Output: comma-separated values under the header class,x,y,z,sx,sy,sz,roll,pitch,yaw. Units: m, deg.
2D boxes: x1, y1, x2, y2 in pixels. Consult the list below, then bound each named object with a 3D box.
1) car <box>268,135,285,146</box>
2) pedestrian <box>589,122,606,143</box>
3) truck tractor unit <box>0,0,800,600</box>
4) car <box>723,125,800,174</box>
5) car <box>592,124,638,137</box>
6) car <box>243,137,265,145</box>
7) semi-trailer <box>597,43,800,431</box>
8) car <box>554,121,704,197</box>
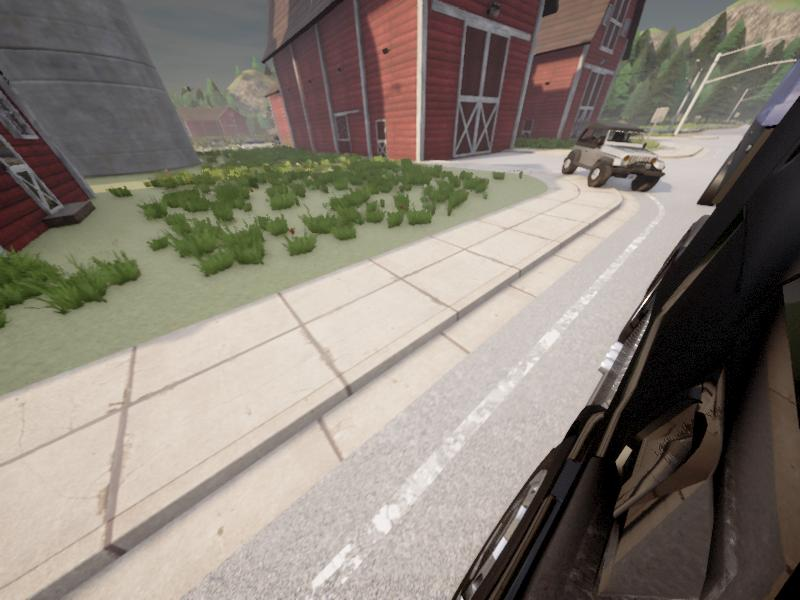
class,x,y,z,sx,sy,sz,roll,pitch,yaw
car,-27.487,-35.538,51.535,1.905,1.878,3.866,-27,43,-30
pedestrian,22.706,-19.212,26.538,0.751,1.860,0.751,-32,46,-34
truck tractor unit,2.645,-0.295,0.351,6.516,4.208,3.053,-28,44,-30
car,18.399,-7.535,11.369,4.611,1.667,2.242,-27,44,-30
car,36.330,-28.808,39.253,1.930,1.638,5.238,-27,43,-29
car,-39.712,-43.244,62.872,4.611,1.667,2.242,-27,43,-30
semi-trailer,8.716,-3.578,4.232,14.254,4.402,2.717,-28,44,-30
car,8.036,-5.547,8.815,1.905,1.878,3.866,8,39,4
